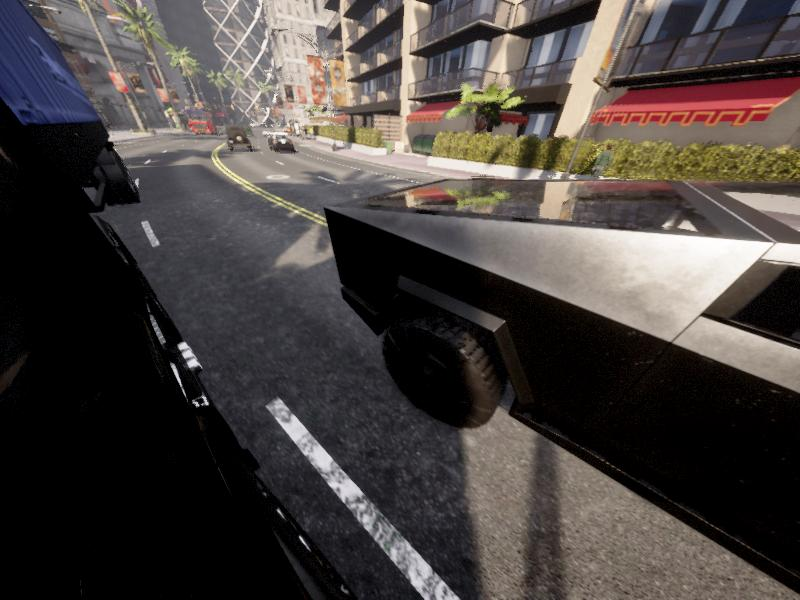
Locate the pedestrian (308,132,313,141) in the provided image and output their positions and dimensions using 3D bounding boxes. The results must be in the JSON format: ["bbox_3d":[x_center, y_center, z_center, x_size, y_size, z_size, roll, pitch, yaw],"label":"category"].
[{"bbox_3d":[-14.069,-25.687,36.311,0.500,1.100,0.500,-12,39,-19],"label":"pedestrian"}]

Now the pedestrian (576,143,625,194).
[{"bbox_3d":[8.891,-5.868,10.306,0.751,1.860,0.751,-22,43,-29],"label":"pedestrian"}]

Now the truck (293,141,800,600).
[{"bbox_3d":[2.457,0.468,1.439,6.274,2.098,2.390,26,43,29],"label":"truck"}]

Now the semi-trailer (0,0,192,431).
[{"bbox_3d":[-8.262,-3.848,4.643,2.717,4.402,14.254,-29,47,-35],"label":"semi-trailer"}]

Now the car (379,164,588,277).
[{"bbox_3d":[1.722,-2.271,5.709,4.181,1.385,1.994,27,43,29],"label":"car"}]

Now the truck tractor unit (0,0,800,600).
[{"bbox_3d":[-2.645,-0.295,0.351,6.516,4.208,3.053,28,44,30],"label":"truck tractor unit"}]

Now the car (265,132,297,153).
[{"bbox_3d":[-11.739,-15.526,22.701,1.970,1.475,3.806,-18,41,-25],"label":"car"}]

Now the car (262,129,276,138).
[{"bbox_3d":[-24.583,-31.123,43.141,1.895,1.301,4.718,-15,40,-22],"label":"car"}]

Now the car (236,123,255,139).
[{"bbox_3d":[-26.852,-29.515,40.193,2.150,2.045,5.566,-15,40,-23],"label":"car"}]

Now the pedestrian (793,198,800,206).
[{"bbox_3d":[17.471,-4.452,9.590,0.500,1.100,0.500,19,40,21],"label":"pedestrian"}]

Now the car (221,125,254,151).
[{"bbox_3d":[-15.550,-15.587,22.198,1.905,1.878,3.866,-16,41,-24],"label":"car"}]

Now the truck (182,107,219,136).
[{"bbox_3d":[-36.706,-33.123,42.964,2.891,3.827,8.468,-14,40,-22],"label":"truck"}]
